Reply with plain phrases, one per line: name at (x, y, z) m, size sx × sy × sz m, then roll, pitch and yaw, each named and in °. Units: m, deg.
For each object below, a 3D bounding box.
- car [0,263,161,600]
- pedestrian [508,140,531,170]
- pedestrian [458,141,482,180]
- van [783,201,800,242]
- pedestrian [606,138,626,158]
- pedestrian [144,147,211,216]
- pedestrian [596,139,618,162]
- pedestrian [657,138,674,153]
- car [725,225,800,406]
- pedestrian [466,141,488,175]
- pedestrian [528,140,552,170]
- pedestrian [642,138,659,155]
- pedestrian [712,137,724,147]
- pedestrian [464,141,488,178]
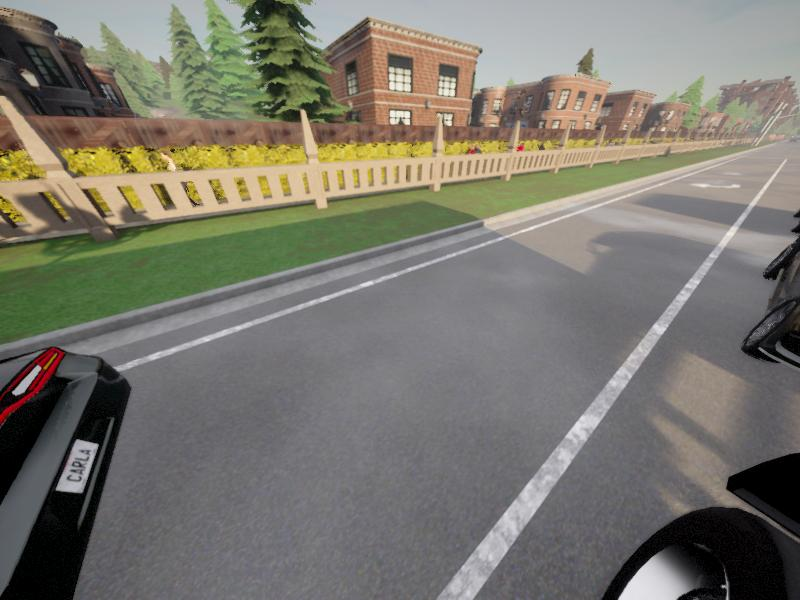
car at (-4.028, 1.696, 0.203) m, size 4.974 × 1.542 × 2.038 m, roll -23°, pitch 41°, yaw -28°
pedestrian at (8.956, -10.884, 17.366) m, size 0.751 × 1.860 × 0.751 m, roll -22°, pitch 41°, yaw -28°
pedestrian at (4.061, -8.149, 13.522) m, size 0.751 × 1.860 × 0.751 m, roll -20°, pitch 40°, yaw -25°
van at (12.520, -2.761, 6.017) m, size 4.442 × 1.987 × 1.775 m, roll -22°, pitch 41°, yaw -28°
pedestrian at (24.426, -17.147, 26.140) m, size 0.751 × 1.860 × 0.751 m, roll -22°, pitch 41°, yaw -28°
pedestrian at (-7.061, -3.829, 7.474) m, size 0.751 × 1.860 × 0.751 m, roll -17°, pitch 39°, yaw -22°
pedestrian at (20.302, -14.698, 22.696) m, size 0.751 × 1.860 × 0.751 m, roll -23°, pitch 41°, yaw -29°
pedestrian at (38.138, -22.178, 33.179) m, size 0.751 × 1.860 × 0.751 m, roll -23°, pitch 41°, yaw -29°
car at (6.488, -0.150, 2.680) m, size 5.027 × 1.651 × 2.152 m, roll -22°, pitch 41°, yaw -28°
pedestrian at (5.029, -9.296, 15.141) m, size 0.751 × 1.860 × 0.751 m, roll -23°, pitch 41°, yaw -28°
pedestrian at (10.446, -10.833, 17.283) m, size 0.751 × 1.860 × 0.751 m, roll -22°, pitch 41°, yaw -28°
pedestrian at (33.557, -20.595, 30.965) m, size 0.751 × 1.860 × 0.751 m, roll -22°, pitch 41°, yaw -28°
pedestrian at (73.052, -36.390, 53.098) m, size 0.751 × 1.860 × 0.751 m, roll -20°, pitch 40°, yaw -26°
pedestrian at (4.633, -8.611, 14.173) m, size 0.751 × 1.860 × 0.751 m, roll -25°, pitch 42°, yaw -30°
